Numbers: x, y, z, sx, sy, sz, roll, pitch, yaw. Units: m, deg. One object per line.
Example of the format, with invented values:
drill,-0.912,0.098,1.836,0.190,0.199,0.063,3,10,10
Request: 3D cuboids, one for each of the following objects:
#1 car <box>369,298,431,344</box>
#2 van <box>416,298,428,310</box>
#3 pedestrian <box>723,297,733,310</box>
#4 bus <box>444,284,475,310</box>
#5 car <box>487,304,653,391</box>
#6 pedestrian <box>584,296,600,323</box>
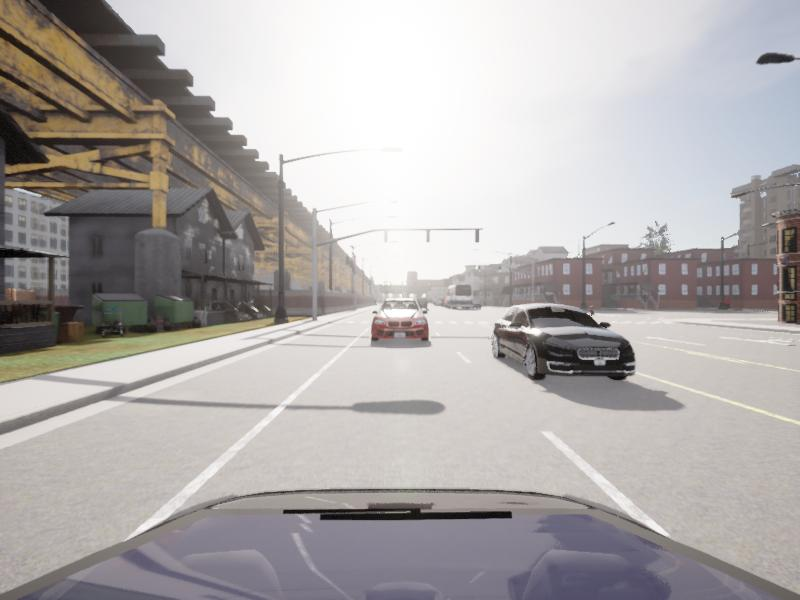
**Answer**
car,0.001,0.758,16.732,2.242,1.667,4.611,0,0,0
van,3.501,0.604,64.721,1.775,1.987,4.442,0,0,0
pedestrian,45.778,0.490,55.859,0.751,1.860,0.751,0,0,0
bus,10.380,-0.527,71.092,3.944,4.253,10.273,0,0,0
car,3.501,0.846,9.441,1.837,1.490,4.892,0,0,0
pedestrian,13.529,0.640,28.208,0.751,1.860,0.751,0,0,-4
